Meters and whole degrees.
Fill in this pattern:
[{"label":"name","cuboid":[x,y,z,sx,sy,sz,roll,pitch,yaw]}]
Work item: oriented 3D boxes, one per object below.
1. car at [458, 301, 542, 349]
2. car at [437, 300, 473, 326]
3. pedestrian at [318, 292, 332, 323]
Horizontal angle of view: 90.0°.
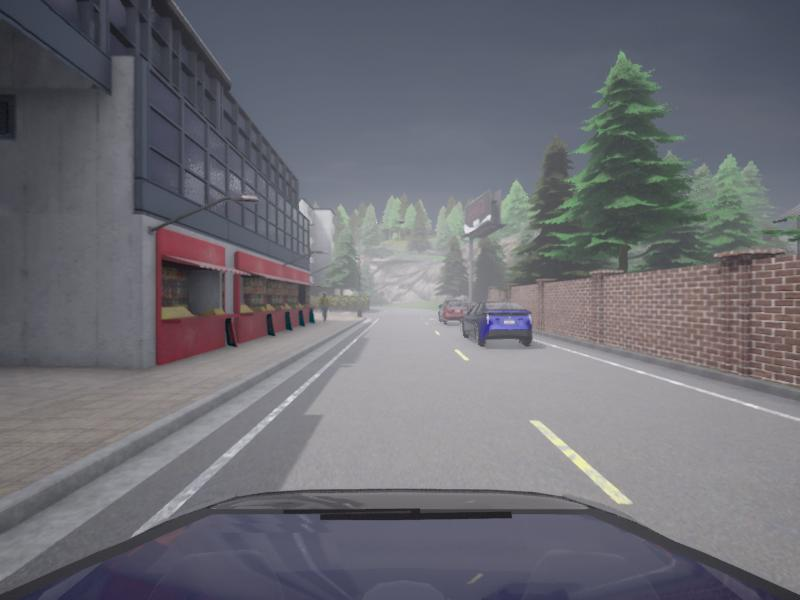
[{"label":"car","cuboid":[3.510,0.805,14.967,2.007,1.525,4.514,0,0,0]},{"label":"car","cuboid":[3.514,0.776,26.147,1.789,1.549,3.705,0,0,0]},{"label":"pedestrian","cuboid":[-4.637,0.448,24.680,0.751,1.860,0.751,0,0,-16]}]
